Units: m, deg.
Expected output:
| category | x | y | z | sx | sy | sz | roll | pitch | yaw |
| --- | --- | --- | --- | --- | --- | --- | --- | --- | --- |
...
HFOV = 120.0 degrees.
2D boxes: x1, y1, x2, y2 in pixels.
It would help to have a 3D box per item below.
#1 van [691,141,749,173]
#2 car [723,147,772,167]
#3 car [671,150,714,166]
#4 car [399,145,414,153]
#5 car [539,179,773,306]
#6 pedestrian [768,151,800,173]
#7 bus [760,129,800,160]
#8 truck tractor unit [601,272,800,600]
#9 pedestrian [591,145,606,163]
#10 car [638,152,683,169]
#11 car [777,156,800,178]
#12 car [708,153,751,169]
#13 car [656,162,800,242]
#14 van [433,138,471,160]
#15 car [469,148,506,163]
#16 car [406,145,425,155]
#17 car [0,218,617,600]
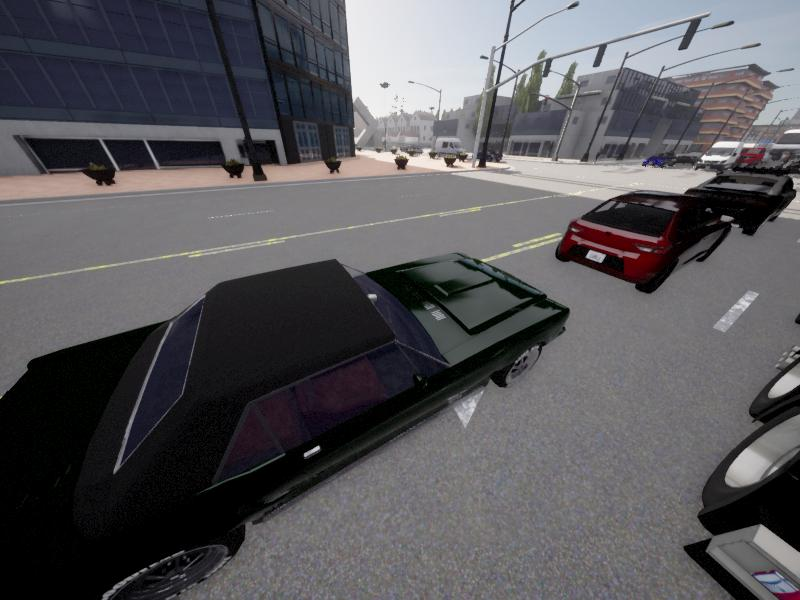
| category | x | y | z | sx | sy | sz | roll | pitch | yaw |
| --- | --- | --- | --- | --- | --- | --- | --- | --- | --- |
| van | 33.526 | -15.040 | 24.204 | 5.915 | 2.561 | 1.988 | -20 | 40 | -28 |
| car | 46.055 | -18.979 | 30.618 | 5.566 | 2.045 | 2.150 | -17 | 39 | -24 |
| car | 38.622 | -18.784 | 30.536 | 5.238 | 1.638 | 1.930 | -17 | 38 | -24 |
| car | 1.381 | -35.388 | 53.930 | 2.033 | 1.411 | 5.357 | -8 | 35 | -13 |
| car | 5.385 | -1.535 | 4.957 | 4.193 | 1.474 | 1.816 | -18 | 39 | -24 |
| pedestrian | 37.936 | -13.638 | 22.835 | 0.751 | 1.860 | 0.751 | 30 | 44 | 35 |
| bus | 70.448 | -27.775 | 41.128 | 10.273 | 4.253 | 3.944 | -18 | 39 | -24 |
| truck tractor unit | 5.122 | -0.289 | 0.764 | 6.516 | 4.208 | 3.053 | -18 | 39 | -24 |
| pedestrian | 25.130 | -18.446 | 29.218 | 0.751 | 1.860 | 0.751 | 22 | 40 | 28 |
| car | 30.007 | -16.097 | 26.589 | 4.193 | 1.474 | 1.816 | -16 | 38 | -23 |
| car | 36.914 | -11.766 | 20.410 | 5.008 | 1.535 | 1.882 | -9 | 36 | -14 |
| car | 39.432 | -16.660 | 27.646 | 4.674 | 1.442 | 1.812 | -17 | 39 | -24 |
| car | 11.382 | -3.492 | 7.707 | 5.238 | 1.638 | 1.930 | -18 | 39 | -24 |
| van | 7.762 | -23.165 | 35.289 | 1.988 | 2.561 | 5.915 | -17 | 38 | -24 |
| car | 11.382 | -18.976 | 30.232 | 1.816 | 1.474 | 4.193 | -17 | 38 | -24 |
| car | 2.809 | -27.720 | 42.674 | 1.845 | 1.501 | 3.633 | -18 | 39 | -25 |
| car | -0.486 | 0.414 | 2.264 | 4.718 | 1.301 | 1.895 | -18 | 39 | -24 |
